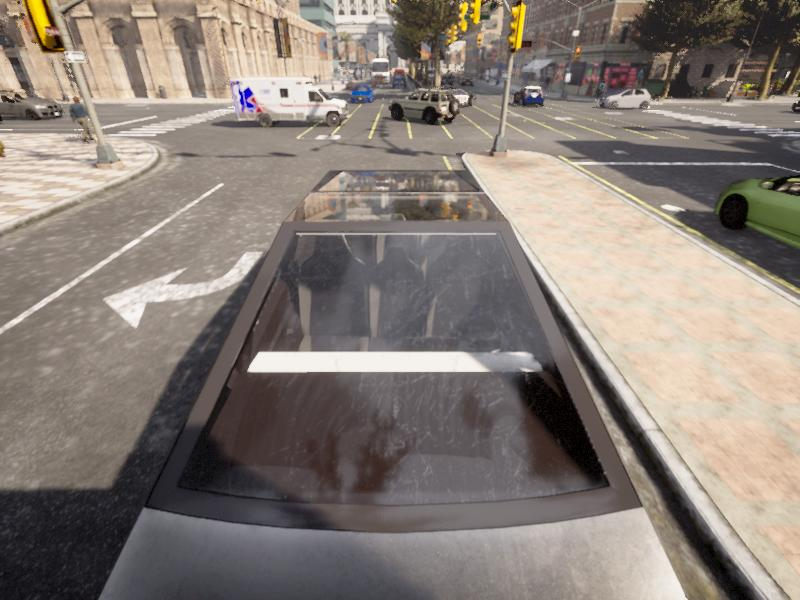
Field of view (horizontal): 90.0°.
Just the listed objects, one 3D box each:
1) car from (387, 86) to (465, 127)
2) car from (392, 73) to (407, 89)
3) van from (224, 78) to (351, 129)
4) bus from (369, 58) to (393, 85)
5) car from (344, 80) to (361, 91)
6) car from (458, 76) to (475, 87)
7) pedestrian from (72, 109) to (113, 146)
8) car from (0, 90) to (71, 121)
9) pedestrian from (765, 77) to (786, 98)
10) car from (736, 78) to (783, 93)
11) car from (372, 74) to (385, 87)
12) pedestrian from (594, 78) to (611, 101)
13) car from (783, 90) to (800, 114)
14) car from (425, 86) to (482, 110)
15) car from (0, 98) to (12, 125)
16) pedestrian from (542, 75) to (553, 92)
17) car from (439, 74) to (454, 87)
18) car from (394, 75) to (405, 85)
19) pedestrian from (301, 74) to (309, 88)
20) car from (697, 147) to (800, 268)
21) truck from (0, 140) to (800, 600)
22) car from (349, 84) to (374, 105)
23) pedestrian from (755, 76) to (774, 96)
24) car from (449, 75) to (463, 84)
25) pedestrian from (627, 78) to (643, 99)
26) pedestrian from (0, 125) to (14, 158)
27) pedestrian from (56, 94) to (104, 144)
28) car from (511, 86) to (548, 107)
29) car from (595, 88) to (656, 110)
[{"bbox_3d":[1.474,-12.072,24.800,4.605,1.855,1.932,27,40,37],"label":"car"},{"bbox_3d":[-0.083,-34.394,62.819,2.150,2.045,5.566,0,30,0],"label":"car"},{"bbox_3d":[-6.207,-11.310,22.944,6.366,2.431,2.351,0,30,0],"label":"van"},{"bbox_3d":[-3.475,-43.857,76.804,3.944,4.253,10.273,0,30,0],"label":"bus"},{"bbox_3d":[-6.828,-31.232,58.133,1.895,1.301,4.718,0,30,0],"label":"car"},{"bbox_3d":[11.412,-37.895,69.257,2.038,1.542,4.974,0,30,0],"label":"car"},{"bbox_3d":[-12.764,-7.180,16.644,0.751,1.300,0.751,-5,31,-9],"label":"pedestrian"},{"bbox_3d":[-24.859,-12.696,26.055,4.611,1.667,2.242,0,30,0],"label":"car"},{"bbox_3d":[38.553,-21.778,41.082,0.751,1.860,0.751,-14,33,-22],"label":"pedestrian"},{"bbox_3d":[49.512,-29.659,55.241,2.242,1.667,4.611,0,30,0],"label":"car"},{"bbox_3d":[-3.588,-36.997,67.437,1.905,1.878,3.866,0,30,0],"label":"car"},{"bbox_3d":[19.033,-19.792,37.676,0.751,1.860,0.751,-3,30,-5],"label":"pedestrian"},{"bbox_3d":[31.849,-14.551,29.442,4.792,1.488,2.163,0,30,0],"label":"car"},{"bbox_3d":[4.529,-16.922,33.437,2.038,1.542,4.974,25,39,37],"label":"car"},{"bbox_3d":[-25.874,-10.865,23.066,4.514,1.525,2.007,0,30,0],"label":"car"},{"bbox_3d":[19.186,-28.203,52.065,0.751,1.860,0.751,0,30,1],"label":"pedestrian"},{"bbox_3d":[7.912,-37.447,68.206,1.932,1.855,4.605,0,30,0],"label":"car"},{"bbox_3d":[-0.094,-41.323,75.067,1.930,1.638,5.238,0,30,0],"label":"car"},{"bbox_3d":[-14.301,-33.036,60.317,0.751,1.860,0.751,3,30,4],"label":"pedestrian"},{"bbox_3d":[7.968,-1.489,7.043,2.007,1.525,4.514,0,30,0],"label":"car"},{"bbox_3d":[-0.027,0.134,3.696,2.390,2.098,6.274,0,30,0],"label":"truck"},{"bbox_3d":[-3.555,-19.539,37.902,1.882,1.535,5.008,0,31,0],"label":"car"},{"bbox_3d":[41.048,-24.120,45.091,0.751,1.860,0.751,3,30,5],"label":"pedestrian"},{"bbox_3d":[11.399,-45.286,82.046,2.128,1.511,4.902,0,30,0],"label":"car"},{"bbox_3d":[23.847,-21.513,40.623,0.751,1.860,0.751,0,30,0],"label":"pedestrian"},{"bbox_3d":[-14.586,-5.739,14.376,0.500,1.100,0.500,7,31,11],"label":"pedestrian"},{"bbox_3d":[-13.456,-7.646,16.884,0.751,1.860,0.751,-2,30,-3],"label":"pedestrian"},{"bbox_3d":[11.441,-18.188,35.659,1.970,1.475,3.806,0,30,0],"label":"car"},{"bbox_3d":[18.147,-16.297,32.374,3.633,1.501,1.845,0,30,0],"label":"car"}]
